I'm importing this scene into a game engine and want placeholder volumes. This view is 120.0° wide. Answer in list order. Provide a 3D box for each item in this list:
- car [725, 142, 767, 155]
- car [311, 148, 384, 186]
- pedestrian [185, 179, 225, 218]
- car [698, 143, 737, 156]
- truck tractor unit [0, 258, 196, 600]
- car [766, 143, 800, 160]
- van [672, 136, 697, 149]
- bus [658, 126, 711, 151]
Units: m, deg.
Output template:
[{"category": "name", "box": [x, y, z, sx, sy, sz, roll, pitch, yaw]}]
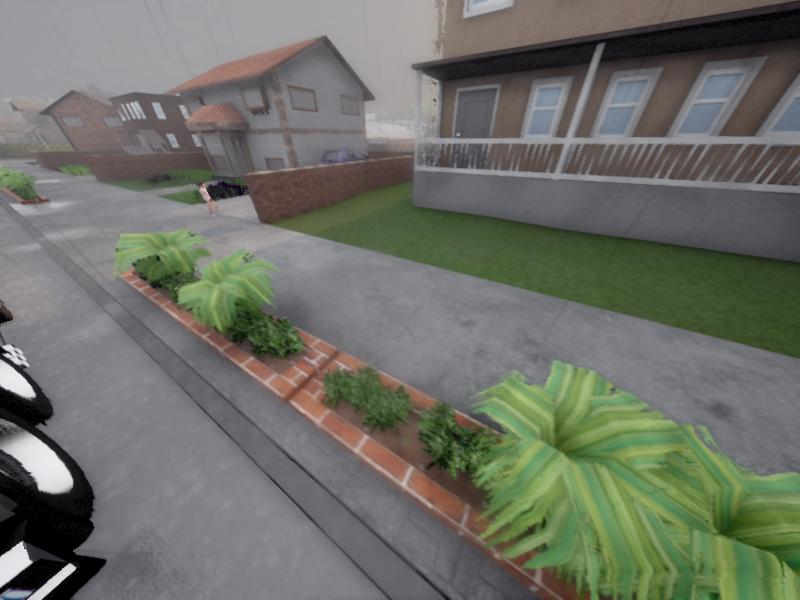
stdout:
[{"category": "car", "box": [57.817, -25.488, 38.713, 2.033, 1.649, 4.856, 19, 39, 25]}, {"category": "car", "box": [-2.700, -7.509, 12.858, 1.845, 1.501, 3.633, 19, 39, 25]}, {"category": "pedestrian", "box": [-6.465, -3.376, 7.713, 0.500, 1.100, 0.500, -5, 35, -7]}, {"category": "car", "box": [53.181, -25.385, 38.871, 2.152, 1.651, 5.027, 19, 39, 25]}, {"category": "truck tractor unit", "box": [-5.101, -0.311, 0.792, 6.516, 4.208, 3.053, 19, 39, 25]}, {"category": "car", "box": [51.271, -19.304, 29.903, 2.152, 1.651, 5.027, 19, 39, 25]}, {"category": "van", "box": [74.053, -41.200, 60.337, 1.988, 2.561, 5.915, 19, 39, 25]}, {"category": "bus", "box": [64.103, -36.765, 52.576, 3.944, 4.253, 10.273, 19, 39, 25]}]
